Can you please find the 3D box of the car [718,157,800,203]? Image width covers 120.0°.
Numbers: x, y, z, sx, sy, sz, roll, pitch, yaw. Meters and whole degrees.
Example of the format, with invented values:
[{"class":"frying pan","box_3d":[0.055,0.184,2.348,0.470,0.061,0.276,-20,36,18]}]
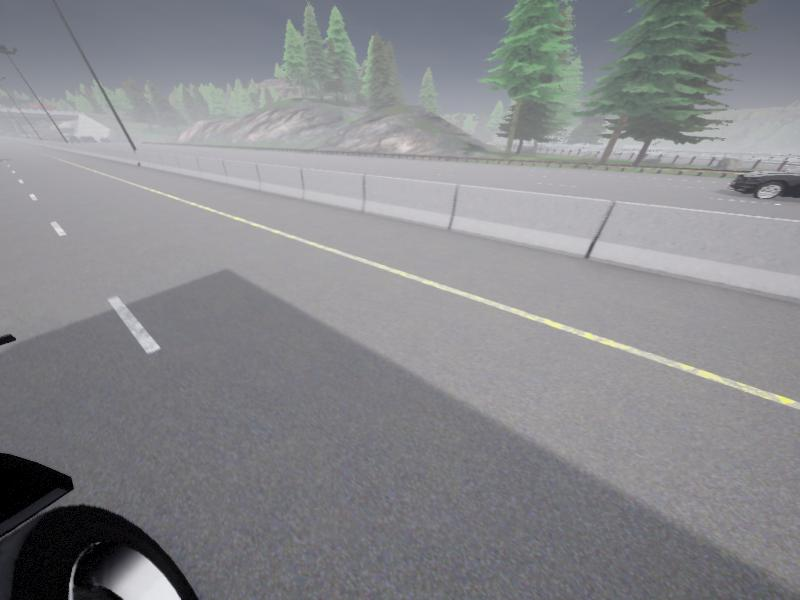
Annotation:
[{"class":"car","box_3d":[18.071,-4.995,9.769,5.008,1.535,1.882,22,40,28]}]
